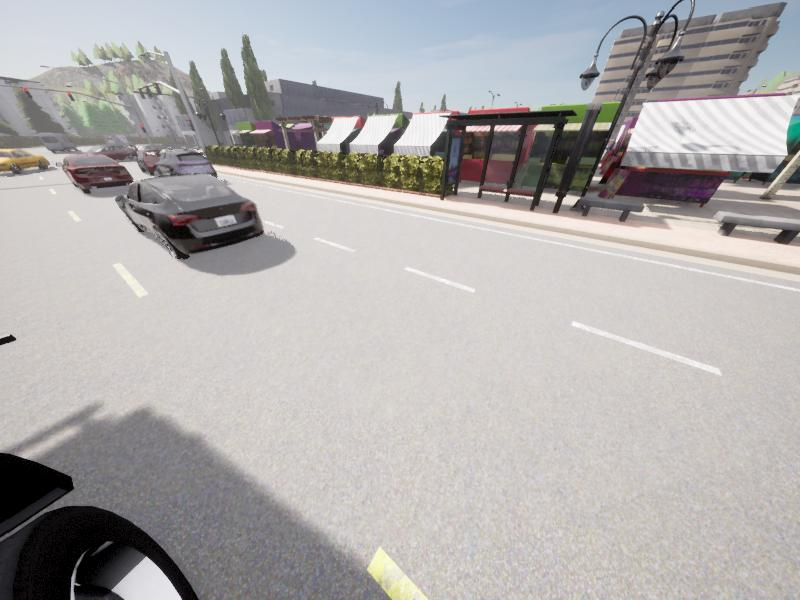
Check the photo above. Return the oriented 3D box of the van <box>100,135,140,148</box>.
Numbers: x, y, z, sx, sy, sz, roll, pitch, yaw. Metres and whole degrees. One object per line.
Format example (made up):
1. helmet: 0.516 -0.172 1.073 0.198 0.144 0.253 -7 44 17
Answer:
1. van: -67.553 -38.485 55.949 2.351 2.431 6.366 -6 36 -8

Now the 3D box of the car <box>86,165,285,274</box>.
1. car: -5.598 -2.428 6.035 4.792 1.488 2.163 22 41 28

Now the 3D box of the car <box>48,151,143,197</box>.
1. car: -15.544 -6.563 11.787 5.008 1.535 1.882 23 41 28

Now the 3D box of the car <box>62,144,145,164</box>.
1. car: -30.243 -15.123 23.882 2.163 1.488 4.792 7 36 9

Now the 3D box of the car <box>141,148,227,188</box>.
1. car: -12.809 -7.945 13.685 4.856 1.649 2.033 22 41 28

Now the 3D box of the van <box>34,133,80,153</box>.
1. van: -55.594 -25.645 37.686 1.988 2.561 5.915 -23 41 -29

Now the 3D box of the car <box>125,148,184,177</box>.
1. car: -17.699 -10.006 16.664 3.633 1.501 1.845 25 42 31

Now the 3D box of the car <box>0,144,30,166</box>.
1. car: -36.900 -12.345 19.808 1.801 1.575 5.366 24 41 29

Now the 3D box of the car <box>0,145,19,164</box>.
1. car: -39.849 -13.386 21.386 1.812 1.442 4.674 23 41 29

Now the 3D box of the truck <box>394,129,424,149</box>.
1. truck: 2.299 -39.688 56.919 2.891 3.827 8.468 23 41 29

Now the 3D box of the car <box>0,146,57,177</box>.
1. car: -27.949 -9.939 16.454 1.801 1.575 5.366 -18 39 -24
